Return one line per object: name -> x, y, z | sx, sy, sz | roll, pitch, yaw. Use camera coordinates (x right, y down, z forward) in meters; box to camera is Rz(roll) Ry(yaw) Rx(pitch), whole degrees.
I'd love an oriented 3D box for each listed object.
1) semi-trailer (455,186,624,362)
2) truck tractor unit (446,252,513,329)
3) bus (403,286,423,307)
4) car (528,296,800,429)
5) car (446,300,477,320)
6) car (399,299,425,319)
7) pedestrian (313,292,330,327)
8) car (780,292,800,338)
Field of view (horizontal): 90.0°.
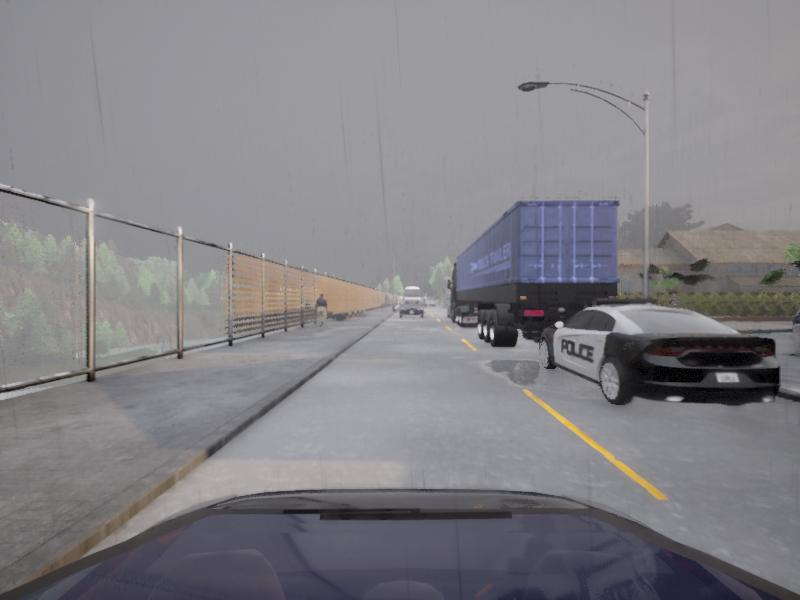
semi-trailer -> 4.469, -0.642, 17.153 | 2.717, 4.402, 14.254 | 0, 0, 2
truck tractor unit -> 4.719, -0.548, 25.062 | 3.053, 4.208, 6.516 | 0, 0, 2
bus -> 2.769, -0.645, 85.178 | 3.944, 4.253, 10.273 | 0, 0, 2
car -> 4.158, 0.773, 7.556 | 1.930, 1.638, 5.238 | 0, 0, 2
car -> 4.970, 0.779, 32.842 | 1.882, 1.535, 5.008 | 0, 0, 2
car -> 1.049, 0.733, 35.370 | 2.152, 1.651, 5.027 | 0, 0, 2
pedestrian -> -4.267, 0.503, 21.763 | 0.751, 1.860, 0.751 | 0, 0, -1
car -> 14.896, 0.501, 12.858 | 3.633, 1.501, 1.845 | 0, 0, -1
